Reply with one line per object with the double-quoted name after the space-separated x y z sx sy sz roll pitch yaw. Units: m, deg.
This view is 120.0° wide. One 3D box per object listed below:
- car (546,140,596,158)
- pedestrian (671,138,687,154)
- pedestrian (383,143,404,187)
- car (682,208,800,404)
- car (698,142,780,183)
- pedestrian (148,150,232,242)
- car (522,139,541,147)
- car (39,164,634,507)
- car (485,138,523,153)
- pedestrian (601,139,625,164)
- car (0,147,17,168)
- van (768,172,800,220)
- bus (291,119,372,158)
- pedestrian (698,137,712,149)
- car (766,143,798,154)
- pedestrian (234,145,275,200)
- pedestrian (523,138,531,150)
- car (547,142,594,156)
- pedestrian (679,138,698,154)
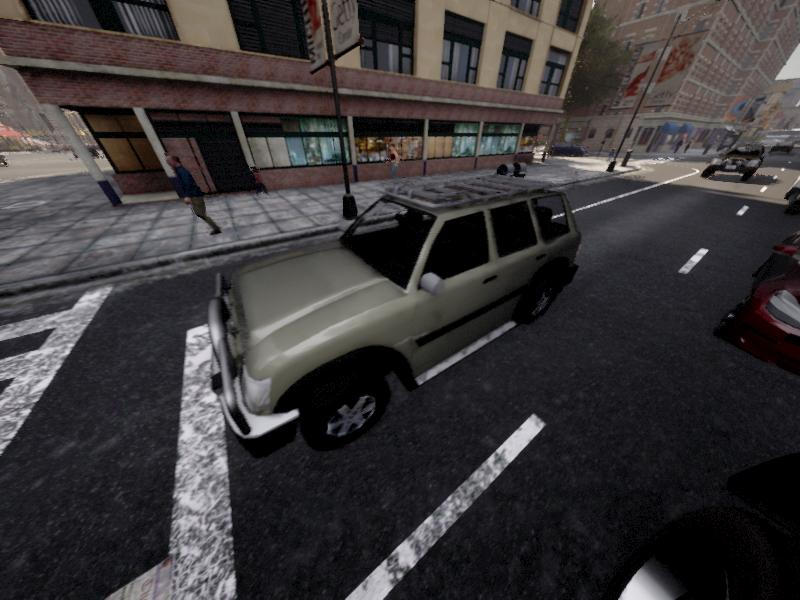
22.763 -20.303 30.980 2.097 1.767 4.553 -23 41 -28 "car"
38.866 -21.502 32.188 0.751 1.860 0.751 -30 45 -35 "pedestrian"
-0.321 -6.885 11.763 0.751 1.860 0.751 -19 39 -24 "pedestrian"
6.235 -0.183 2.849 4.792 1.488 2.163 -20 39 -26 "car"
21.094 -8.647 14.382 4.605 1.855 1.932 -22 41 -28 "car"
-4.941 -2.490 5.564 0.751 1.860 0.751 -24 42 -30 "pedestrian"
36.373 -43.567 64.016 5.238 1.638 1.930 -22 40 -27 "car"
0.354 -0.430 2.889 4.605 1.855 1.932 -22 40 -27 "car"
18.335 -27.438 40.925 2.150 2.045 5.566 -24 42 -30 "car"
19.375 -13.534 21.039 0.751 1.860 0.751 -22 40 -27 "pedestrian"
-40.392 -13.516 22.011 2.152 1.651 5.027 -21 40 -27 "car"
15.952 -4.396 7.915 6.366 2.431 2.351 -22 40 -27 "van"
-9.744 -23.945 34.280 10.273 4.253 3.944 -22 40 -27 "bus"
57.071 -29.419 43.275 0.751 1.860 0.751 -21 40 -27 "pedestrian"
57.298 -22.761 34.612 4.718 1.301 1.895 -22 40 -27 "car"
-5.821 -5.142 9.334 0.751 1.860 0.751 -24 41 -29 "pedestrian"
24.303 -29.865 44.173 0.751 1.860 0.751 16 38 22 "pedestrian"
24.730 -22.147 33.804 1.882 1.535 5.008 -23 41 -29 "car"
39.454 -21.104 31.618 0.751 1.860 0.751 -22 41 -28 "pedestrian"
